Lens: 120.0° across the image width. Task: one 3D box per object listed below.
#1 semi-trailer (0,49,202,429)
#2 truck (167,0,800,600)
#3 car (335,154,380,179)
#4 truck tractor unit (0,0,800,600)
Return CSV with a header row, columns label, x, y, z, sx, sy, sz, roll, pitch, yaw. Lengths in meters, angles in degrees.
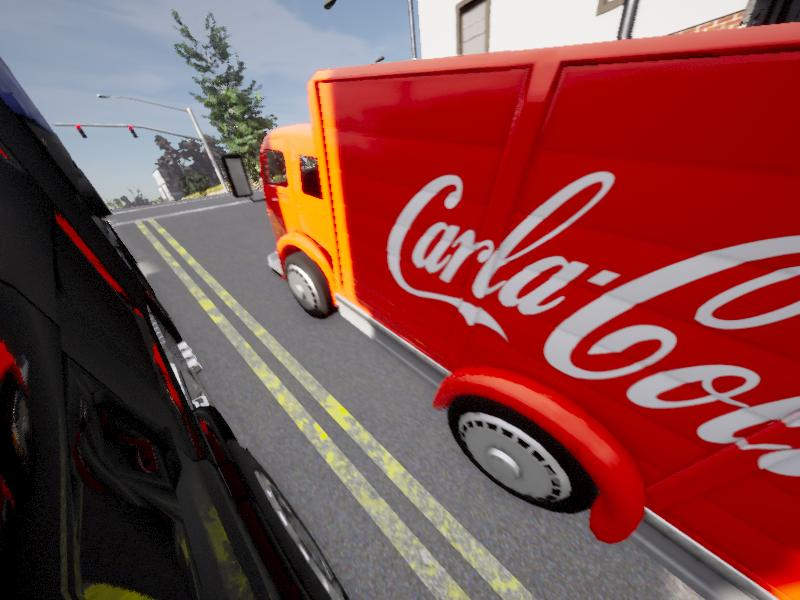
label,x,y,z,sx,sy,sz,roll,pitch,yaw
semi-trailer,-8.766,-3.367,4.427,14.254,4.402,2.717,26,43,32
truck,0.603,-0.600,2.443,5.204,2.467,2.627,29,44,30
car,-4.704,-15.205,26.336,1.932,1.855,4.605,16,38,39
truck tractor unit,-2.645,-0.295,0.351,6.516,4.208,3.053,28,44,30
